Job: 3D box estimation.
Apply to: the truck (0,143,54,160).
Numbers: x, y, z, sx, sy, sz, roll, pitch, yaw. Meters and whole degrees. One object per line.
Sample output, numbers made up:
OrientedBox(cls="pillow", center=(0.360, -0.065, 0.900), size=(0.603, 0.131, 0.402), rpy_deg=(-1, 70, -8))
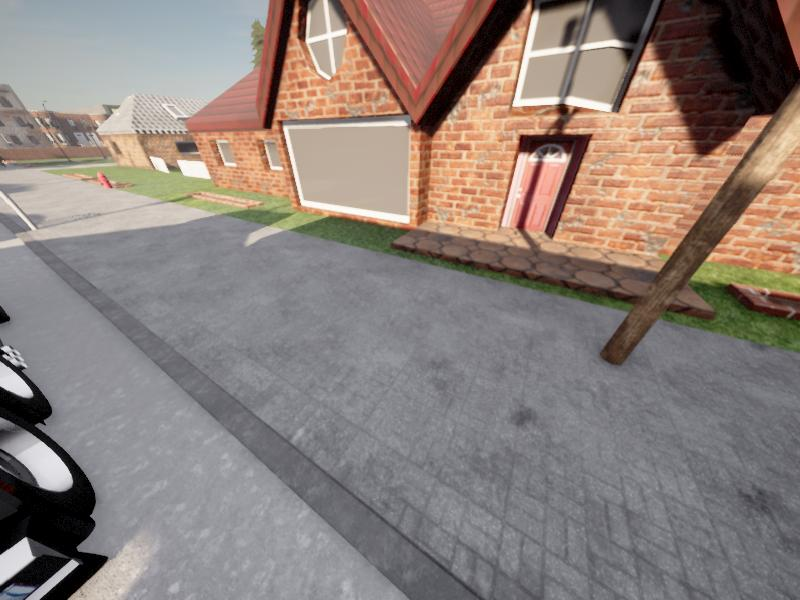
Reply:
OrientedBox(cls="truck", center=(-63.899, -24.917, 38.625), size=(2.390, 2.098, 6.274), rpy_deg=(18, 39, 24))

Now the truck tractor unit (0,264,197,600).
OrientedBox(cls="truck tractor unit", center=(-5.112, -0.298, 0.783), size=(6.516, 4.208, 3.053), rpy_deg=(18, 39, 24))

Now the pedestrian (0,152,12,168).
OrientedBox(cls="pedestrian", center=(-38.567, -13.677, 21.972), size=(0.751, 1.860, 0.751), rpy_deg=(10, 36, 15))

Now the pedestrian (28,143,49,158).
OrientedBox(cls="pedestrian", center=(-53.726, -22.245, 34.339), size=(0.751, 1.860, 0.751), rpy_deg=(-26, 42, -32))
